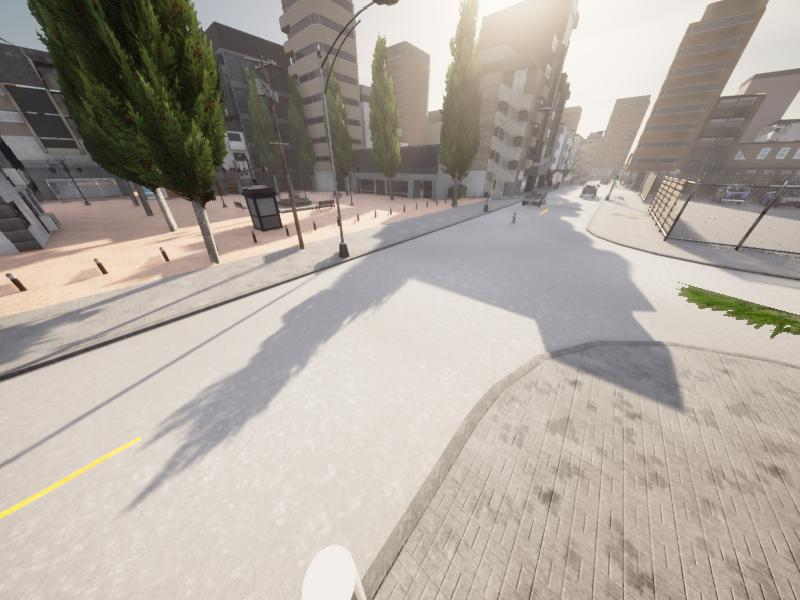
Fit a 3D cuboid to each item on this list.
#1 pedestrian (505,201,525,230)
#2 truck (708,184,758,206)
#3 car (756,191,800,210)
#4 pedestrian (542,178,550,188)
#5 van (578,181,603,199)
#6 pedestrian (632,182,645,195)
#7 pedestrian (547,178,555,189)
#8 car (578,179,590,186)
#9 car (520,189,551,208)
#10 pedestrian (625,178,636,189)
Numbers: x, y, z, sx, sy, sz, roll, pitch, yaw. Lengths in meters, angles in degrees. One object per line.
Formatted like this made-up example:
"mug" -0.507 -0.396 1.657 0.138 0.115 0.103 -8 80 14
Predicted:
"pedestrian" 8.288 -6.088 16.641 0.751 1.860 0.751 22 36 33
"truck" 40.630 -13.001 28.353 2.069 2.038 4.478 23 37 34
"car" 43.557 -11.395 26.194 2.033 1.415 5.357 23 37 34
"pedestrian" 30.192 -24.175 47.760 0.751 1.860 0.751 25 38 37
"van" 28.987 -16.834 35.127 2.069 2.038 4.480 23 37 34
"pedestrian" 37.141 -17.392 36.014 0.751 1.860 0.751 -24 38 -35
"pedestrian" 29.706 -22.901 45.554 0.751 1.860 0.751 14 33 22
"car" 49.013 -31.361 61.455 1.895 1.301 4.718 23 37 34
"car" 16.042 -12.014 27.288 2.007 1.525 4.514 23 37 34
"pedestrian" 46.796 -23.691 46.905 0.751 1.860 0.751 7 31 11
